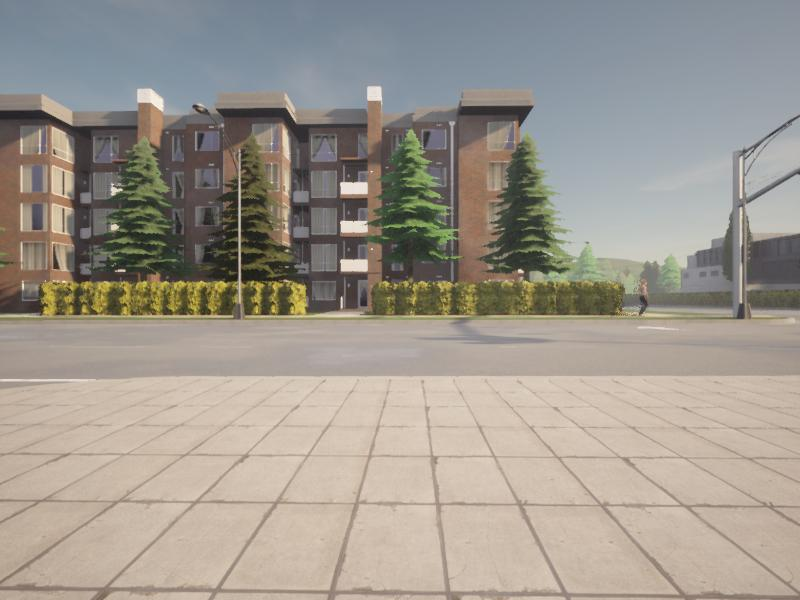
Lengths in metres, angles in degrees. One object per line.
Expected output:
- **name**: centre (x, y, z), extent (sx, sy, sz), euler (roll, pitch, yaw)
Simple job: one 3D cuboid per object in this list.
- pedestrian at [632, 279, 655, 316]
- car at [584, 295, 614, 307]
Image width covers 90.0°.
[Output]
- **pedestrian**: centre (12.339, -0.124, 20.295), extent (0.751, 1.860, 0.751), euler (0, 0, 0)
- **car**: centre (29.655, 0.133, 59.858), extent (2.242, 1.667, 4.611), euler (0, 0, 1)
